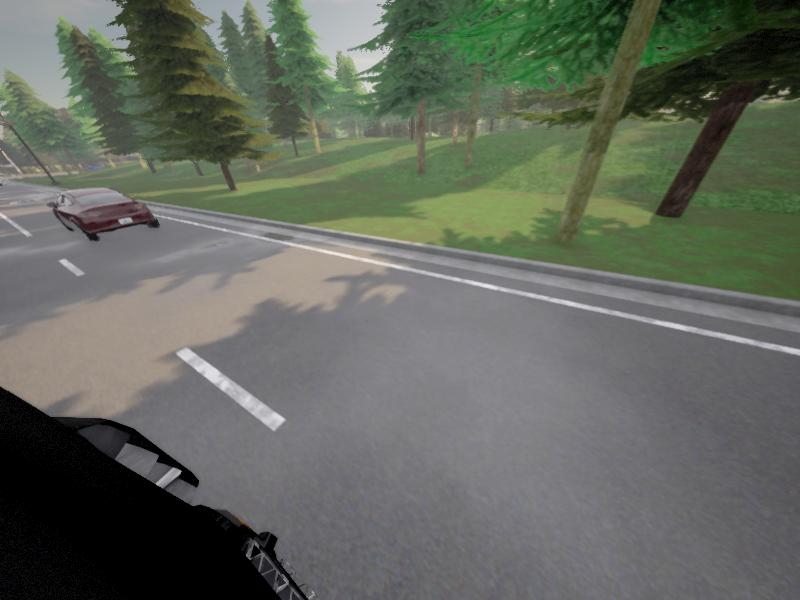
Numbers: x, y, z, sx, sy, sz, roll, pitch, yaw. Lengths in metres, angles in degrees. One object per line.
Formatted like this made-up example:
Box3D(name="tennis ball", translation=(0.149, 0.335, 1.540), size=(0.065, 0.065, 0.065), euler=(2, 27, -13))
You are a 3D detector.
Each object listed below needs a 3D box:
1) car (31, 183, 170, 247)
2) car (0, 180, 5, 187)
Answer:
Box3D(name="car", translation=(-10.919, -3.282, 8.427), size=(4.674, 1.442, 1.812), euler=(16, 38, 26))
Box3D(name="car", translation=(-56.425, -16.306, 31.394), size=(5.238, 1.638, 1.930), euler=(16, 38, 26))
